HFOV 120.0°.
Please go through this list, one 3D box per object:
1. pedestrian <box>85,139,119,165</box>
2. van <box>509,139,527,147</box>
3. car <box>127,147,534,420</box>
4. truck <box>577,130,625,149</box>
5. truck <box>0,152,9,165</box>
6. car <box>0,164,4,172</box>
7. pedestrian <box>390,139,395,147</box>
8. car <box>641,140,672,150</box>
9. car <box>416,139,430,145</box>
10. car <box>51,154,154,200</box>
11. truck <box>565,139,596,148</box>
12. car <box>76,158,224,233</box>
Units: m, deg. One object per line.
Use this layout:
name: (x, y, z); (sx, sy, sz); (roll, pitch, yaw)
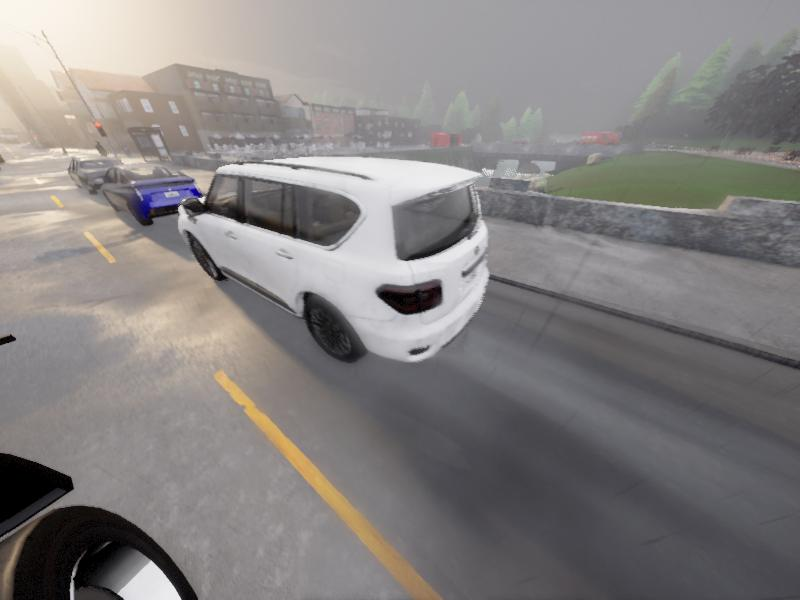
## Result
pedestrian: (-25.476, -12.654, 19.806); (0.751, 1.860, 0.751); (-3, 35, -5)
van: (36.829, -49.083, 72.103); (4.442, 1.987, 1.775); (22, 41, 28)
car: (-1.440, -1.099, 3.684); (5.566, 2.045, 2.150); (22, 41, 28)
truck: (51.304, -41.126, 59.340); (8.468, 3.827, 2.891); (22, 41, 28)
truck: (-39.866, -14.126, 21.446); (5.204, 2.467, 2.627); (23, 41, 27)
car: (-31.821, -10.356, 17.207); (4.718, 1.301, 1.895); (22, 41, 28)
pedestrian: (-1.879, -39.854, 58.621); (0.751, 1.860, 0.751); (22, 41, 28)
car: (63.294, -38.259, 57.071); (4.605, 1.855, 1.932); (22, 41, 28)
car: (8.397, -57.710, 84.396); (4.856, 1.649, 2.033); (22, 41, 28)
car: (-14.836, -6.280, 11.484); (5.357, 1.411, 2.033); (22, 41, 28)
truck: (50.293, -43.647, 64.406); (6.274, 2.098, 2.390); (22, 41, 28)
car: (-8.422, -3.728, 7.803); (4.514, 1.525, 2.007); (22, 41, 28)
